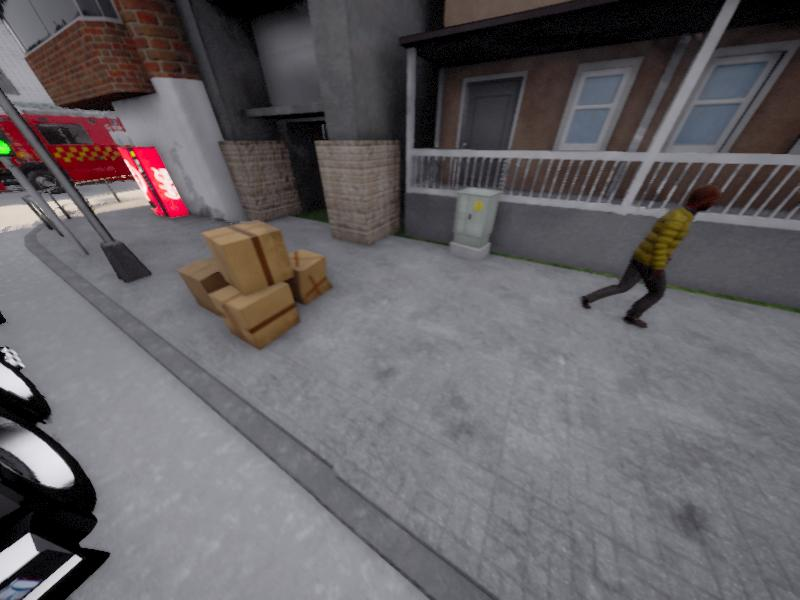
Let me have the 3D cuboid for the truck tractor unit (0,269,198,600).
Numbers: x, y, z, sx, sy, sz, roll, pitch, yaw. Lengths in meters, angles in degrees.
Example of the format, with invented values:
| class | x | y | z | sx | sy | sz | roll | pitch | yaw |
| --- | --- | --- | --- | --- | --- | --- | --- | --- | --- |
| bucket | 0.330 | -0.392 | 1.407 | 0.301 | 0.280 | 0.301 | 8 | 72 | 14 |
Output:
| class | x | y | z | sx | sy | sz | roll | pitch | yaw |
| --- | --- | --- | --- | --- | --- | --- | --- | --- | --- |
| truck tractor unit | -5.122 | -0.289 | 0.766 | 6.516 | 4.208 | 3.053 | 18 | 39 | 24 |

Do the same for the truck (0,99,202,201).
| class | x | y | z | sx | sy | sz | roll | pitch | yaw |
| --- | --- | --- | --- | --- | --- | --- | --- | --- | --- |
| truck | -17.826 | -8.742 | 13.376 | 2.891 | 3.827 | 8.468 | 17 | 39 | 24 |

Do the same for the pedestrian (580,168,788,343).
| class | x | y | z | sx | sy | sz | roll | pitch | yaw |
| --- | --- | --- | --- | --- | --- | --- | --- | --- | --- |
| pedestrian | 3.098 | -0.512 | 2.856 | 0.751 | 1.860 | 0.751 | 22 | 41 | 29 |
